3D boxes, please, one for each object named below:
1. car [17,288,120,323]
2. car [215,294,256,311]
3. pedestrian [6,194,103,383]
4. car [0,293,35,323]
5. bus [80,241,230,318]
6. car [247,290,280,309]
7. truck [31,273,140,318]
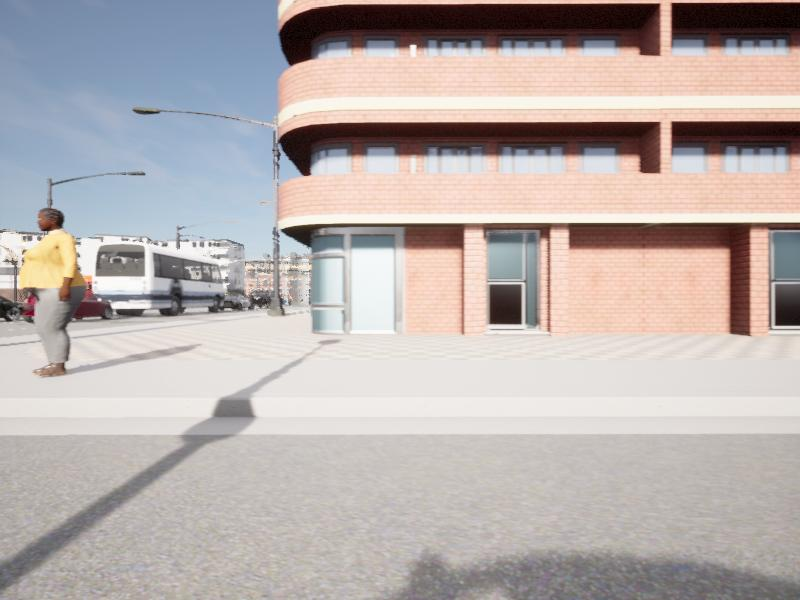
[{"bbox_3d":[-15.292,0.237,18.715,1.845,1.501,3.633,0,0,-1],"label":"car"},{"bbox_3d":[-15.540,0.237,38.044,2.038,1.542,4.974,0,0,-2],"label":"car"},{"bbox_3d":[-3.852,-0.112,4.456,0.751,1.860,0.751,0,0,44],"label":"pedestrian"},{"bbox_3d":[-18.765,0.357,17.186,1.895,1.301,4.718,0,0,-1],"label":"car"},{"bbox_3d":[-15.602,-1.123,27.016,3.944,4.253,10.273,0,0,-1],"label":"bus"},{"bbox_3d":[-15.649,-0.019,46.051,2.150,2.045,5.566,0,0,-3],"label":"car"},{"bbox_3d":[-18.903,-0.230,24.489,2.627,2.467,5.204,0,0,-1],"label":"truck"}]
